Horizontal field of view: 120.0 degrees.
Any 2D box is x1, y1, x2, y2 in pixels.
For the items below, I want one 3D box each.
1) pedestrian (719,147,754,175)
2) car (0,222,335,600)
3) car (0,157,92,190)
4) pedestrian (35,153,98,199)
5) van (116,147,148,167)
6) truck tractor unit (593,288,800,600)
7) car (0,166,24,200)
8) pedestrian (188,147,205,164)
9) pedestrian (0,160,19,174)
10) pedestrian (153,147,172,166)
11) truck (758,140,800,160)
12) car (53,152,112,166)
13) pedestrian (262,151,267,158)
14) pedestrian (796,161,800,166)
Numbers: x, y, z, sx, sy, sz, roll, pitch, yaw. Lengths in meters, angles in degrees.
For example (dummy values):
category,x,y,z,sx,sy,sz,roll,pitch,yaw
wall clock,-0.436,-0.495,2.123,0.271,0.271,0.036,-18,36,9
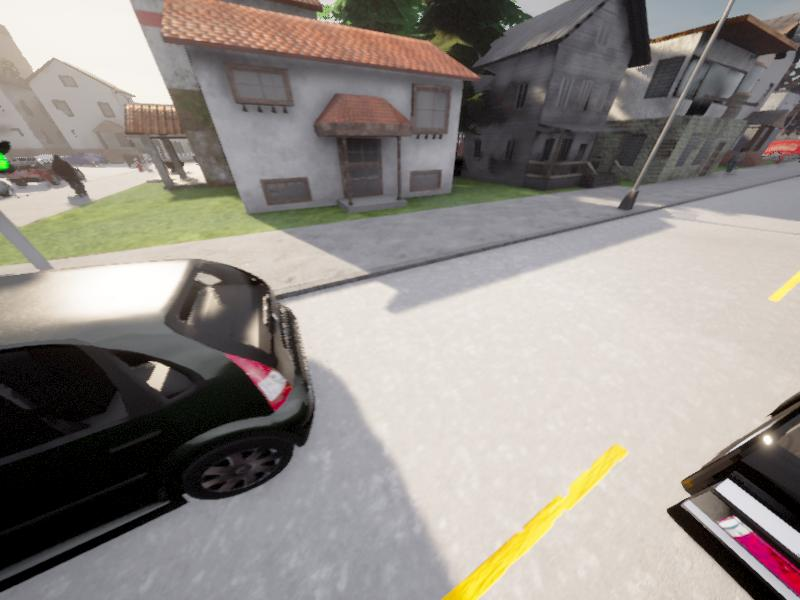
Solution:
category,x,y,z,sx,sy,sz,roll,pitch,yaw
pedestrian,26.820,-11.121,18.454,0.751,1.860,0.751,-21,39,-27
car,-2.775,0.805,1.525,3.988,1.617,1.851,-16,37,-22
car,-24.353,-8.813,15.869,2.007,1.525,4.514,-16,37,-22
pedestrian,-15.898,-5.967,11.112,0.751,1.860,0.751,-17,37,-23
van,-34.388,-18.419,29.651,4.442,1.987,1.775,27,43,34
truck tractor unit,5.225,-0.166,0.581,6.516,4.208,3.053,-13,36,-17
car,-21.160,-5.260,10.764,1.994,1.385,4.181,-17,38,-23
pedestrian,-26.751,-19.052,30.409,0.751,1.860,0.751,10,36,15
pedestrian,-34.804,-11.759,20.415,0.500,1.100,0.500,0,34,1
pedestrian,-28.034,-16.925,27.278,0.751,1.860,0.751,22,40,29
truck,60.290,-22.891,35.233,2.627,2.467,5.204,-16,37,-22
car,-41.748,-18.680,30.532,4.193,1.474,1.816,-6,35,-9
pedestrian,-25.294,-27.293,43.218,0.500,1.100,0.500,-16,37,-22
pedestrian,44.287,-15.565,24.895,0.751,1.860,0.751,-18,38,-24
